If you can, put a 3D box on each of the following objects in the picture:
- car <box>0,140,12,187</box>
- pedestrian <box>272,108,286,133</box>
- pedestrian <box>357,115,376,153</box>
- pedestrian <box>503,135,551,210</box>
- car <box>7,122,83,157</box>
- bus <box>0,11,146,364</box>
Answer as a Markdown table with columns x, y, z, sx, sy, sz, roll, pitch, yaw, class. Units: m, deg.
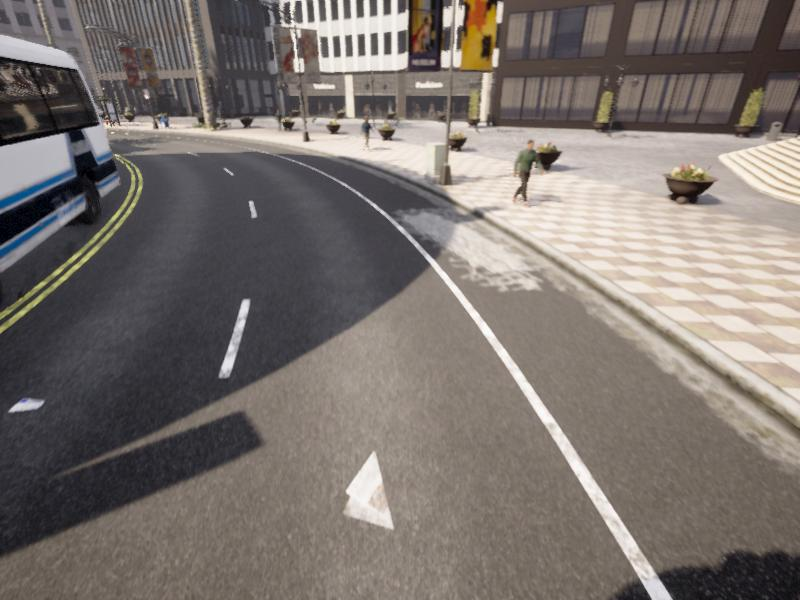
| x | y | z | sx | sy | sz | roll | pitch | yaw | class |
| --- | --- | --- | --- | --- | --- | --- | --- | --- | --- |
| -17.161 | -5.503 | 15.760 | 2.128 | 1.511 | 4.902 | -20 | 33 | -33 | car |
| -10.147 | -15.046 | 33.559 | 0.751 | 1.860 | 0.751 | -18 | 32 | -30 | pedestrian |
| -1.847 | -9.151 | 22.042 | 0.751 | 1.860 | 0.751 | -14 | 30 | -25 | pedestrian |
| 3.469 | -3.533 | 11.076 | 0.751 | 1.860 | 0.751 | -6 | 28 | -11 | pedestrian |
| -21.176 | -9.645 | 23.830 | 4.514 | 1.525 | 2.007 | 19 | 33 | 33 | car |
| -8.533 | -2.790 | 7.447 | 3.944 | 4.253 | 10.273 | -9 | 28 | -18 | bus |
